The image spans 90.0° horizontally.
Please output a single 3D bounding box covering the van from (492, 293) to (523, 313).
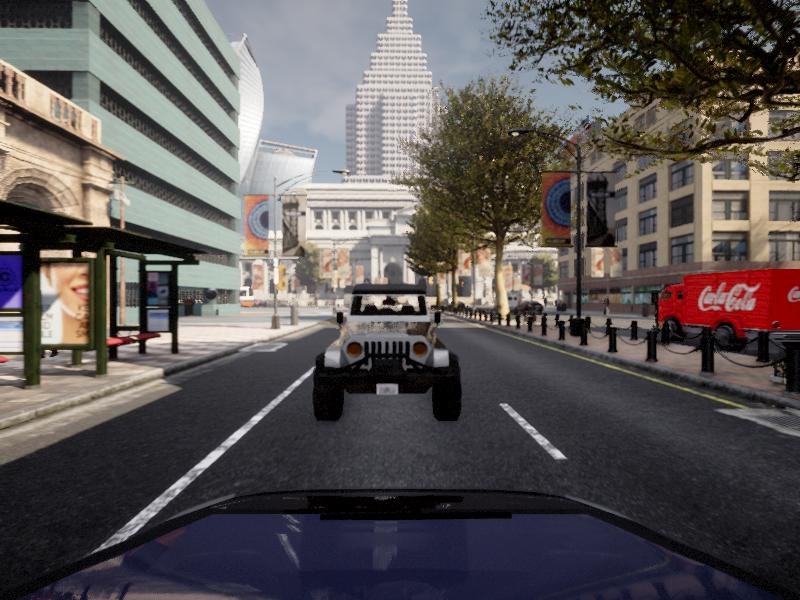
[{"bbox_3d":[13.959,0.336,52.447,2.351,2.431,6.366,0,0,-1],"label":"van"}]

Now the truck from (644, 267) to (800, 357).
[{"bbox_3d":[11.182,0.340,13.513,2.627,2.467,5.204,0,0,-1],"label":"truck"}]

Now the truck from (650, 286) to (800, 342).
[{"bbox_3d":[14.605,0.524,18.276,2.390,2.098,6.274,0,0,-1],"label":"truck"}]

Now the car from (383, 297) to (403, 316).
[{"bbox_3d":[-0.810,0.618,41.438,1.932,1.855,4.605,0,1,-2],"label":"car"}]

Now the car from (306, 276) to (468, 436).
[{"bbox_3d":[-0.179,0.638,6.640,1.905,1.878,3.866,0,1,-1],"label":"car"}]

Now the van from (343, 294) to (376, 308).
[{"bbox_3d":[-7.596,0.246,75.608,5.915,2.561,1.988,0,0,-1],"label":"van"}]

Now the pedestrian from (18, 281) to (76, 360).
[{"bbox_3d":[-8.587,0.479,9.766,0.751,1.860,0.751,0,0,0],"label":"pedestrian"}]

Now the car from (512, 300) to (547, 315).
[{"bbox_3d":[14.152,0.800,44.018,2.128,1.511,4.902,0,0,-1],"label":"car"}]

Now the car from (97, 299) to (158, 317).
[{"bbox_3d":[-24.159,0.695,35.743,2.128,1.511,4.902,0,0,-1],"label":"car"}]

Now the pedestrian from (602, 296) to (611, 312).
[{"bbox_3d":[24.086,0.445,46.684,0.751,1.860,0.751,0,0,-1],"label":"pedestrian"}]
